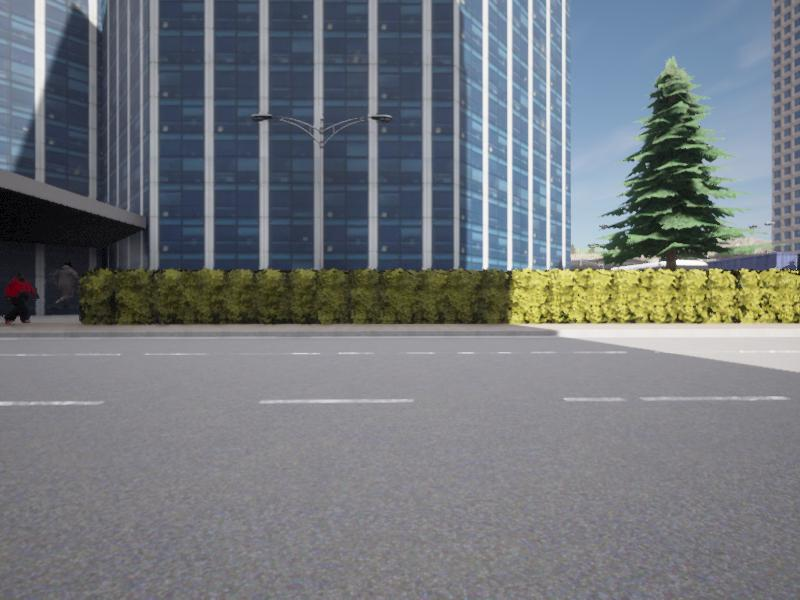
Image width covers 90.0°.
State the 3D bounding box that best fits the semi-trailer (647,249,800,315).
[{"bbox_3d":[26.649,-1.233,33.935,2.717,4.402,14.254,0,0,0],"label":"semi-trailer"}]

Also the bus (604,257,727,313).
[{"bbox_3d":[22.776,-1.149,35.478,3.944,4.253,10.273,0,0,-1],"label":"bus"}]

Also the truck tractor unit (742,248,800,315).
[{"bbox_3d":[26.565,-1.136,26.024,3.053,4.208,6.516,0,0,1],"label":"truck tractor unit"}]

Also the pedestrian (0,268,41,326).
[{"bbox_3d":[-12.638,-0.108,13.291,0.751,1.860,0.751,0,0,5],"label":"pedestrian"}]
